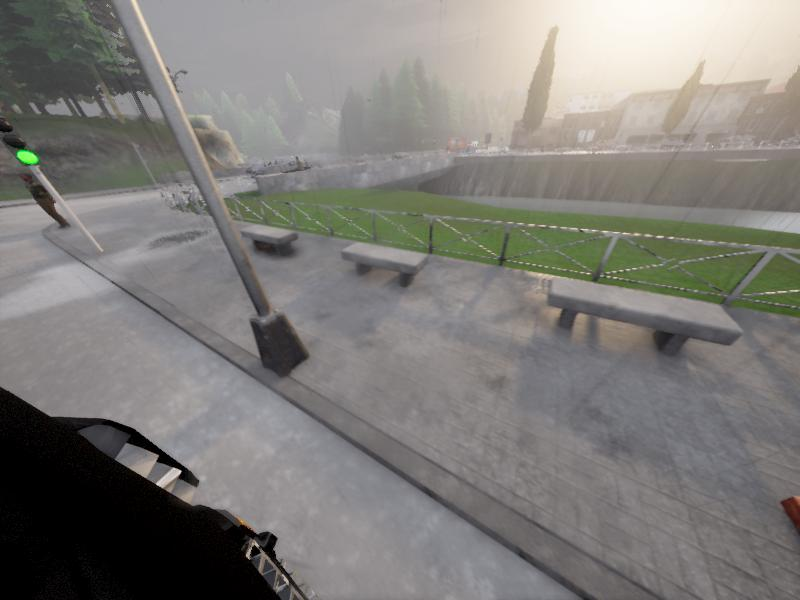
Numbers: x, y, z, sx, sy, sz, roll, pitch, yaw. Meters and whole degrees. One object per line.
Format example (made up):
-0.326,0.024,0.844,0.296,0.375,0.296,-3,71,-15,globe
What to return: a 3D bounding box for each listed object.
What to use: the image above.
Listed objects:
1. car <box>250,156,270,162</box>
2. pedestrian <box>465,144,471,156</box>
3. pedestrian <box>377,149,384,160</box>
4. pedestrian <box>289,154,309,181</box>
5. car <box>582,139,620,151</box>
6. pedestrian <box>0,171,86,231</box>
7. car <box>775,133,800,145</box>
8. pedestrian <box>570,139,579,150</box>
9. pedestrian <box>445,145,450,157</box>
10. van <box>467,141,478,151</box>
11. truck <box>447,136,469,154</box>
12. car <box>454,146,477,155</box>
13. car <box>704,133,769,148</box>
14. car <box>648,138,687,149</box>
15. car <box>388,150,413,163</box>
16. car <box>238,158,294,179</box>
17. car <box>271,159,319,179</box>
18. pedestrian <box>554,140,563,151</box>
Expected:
-44.191,-44.455,72.877,2.163,1.488,4.792,16,38,26,car
13.388,-29.490,45.447,0.751,1.860,0.751,10,36,19,pedestrian
-3.900,-29.180,46.272,0.751,1.860,0.751,-28,41,-32,pedestrian
-8.255,-10.872,19.013,0.751,1.860,0.751,16,38,26,pedestrian
37.772,-29.177,43.587,5.027,1.651,2.152,16,38,26,car
-12.778,-3.530,8.290,0.751,1.860,0.751,-2,34,2,pedestrian
58.281,-23.278,33.295,3.806,1.475,1.970,16,38,26,car
35.321,-31.476,46.785,0.751,1.860,0.751,9,35,18,pedestrian
9.139,-28.563,44.365,0.751,1.860,0.751,11,36,20,pedestrian
26.487,-55.944,83.872,1.988,2.561,5.915,16,38,26,van
15.380,-41.023,61.106,2.891,3.827,8.468,16,38,26,truck
15.289,-35.189,54.322,4.856,1.649,2.033,9,35,17,car
52.424,-25.015,36.201,5.238,1.638,1.930,16,38,26,car
45.730,-26.852,39.620,3.806,1.475,1.970,16,38,26,car
0.200,-24.944,40.116,2.038,1.542,4.974,16,38,26,car
-14.696,-14.633,25.580,2.242,1.667,4.611,16,38,26,car
-10.907,-13.866,24.317,1.816,1.474,4.193,16,38,26,car
33.282,-32.532,48.528,0.751,1.860,0.751,-24,39,-28,pedestrian
